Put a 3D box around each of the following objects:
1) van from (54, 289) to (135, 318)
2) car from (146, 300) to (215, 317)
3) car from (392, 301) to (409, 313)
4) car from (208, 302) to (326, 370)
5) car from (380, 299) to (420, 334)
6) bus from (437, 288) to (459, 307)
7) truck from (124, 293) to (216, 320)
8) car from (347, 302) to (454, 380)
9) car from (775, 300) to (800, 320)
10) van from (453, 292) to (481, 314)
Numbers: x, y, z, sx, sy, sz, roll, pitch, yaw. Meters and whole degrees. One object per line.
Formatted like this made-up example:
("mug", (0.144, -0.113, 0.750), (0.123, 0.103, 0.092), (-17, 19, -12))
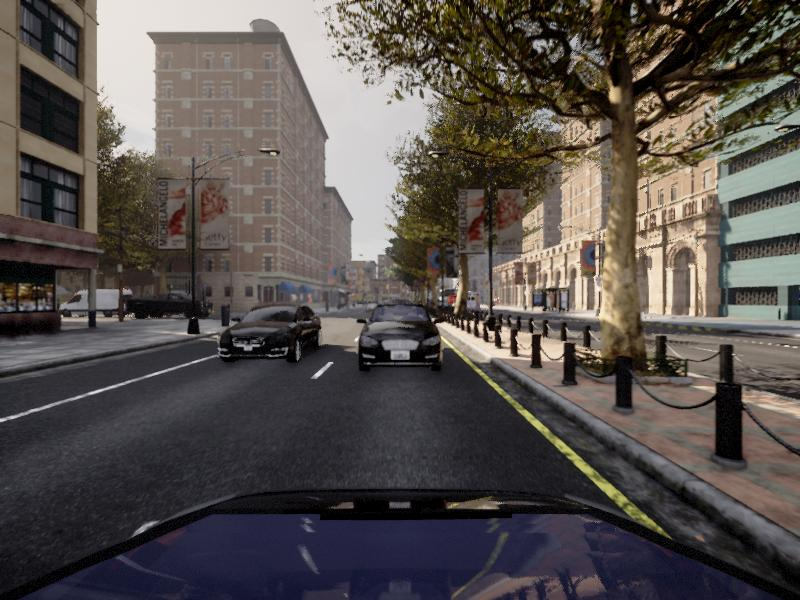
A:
("van", (-28.018, 0.303, 36.855), (5.915, 2.561, 1.988), (0, 0, -1))
("car", (-20.208, 0.782, 36.997), (5.366, 1.575, 1.801), (0, 0, -2))
("car", (0.023, 0.869, 50.181), (2.033, 1.411, 5.357), (0, 0, 0))
("car", (-3.512, 0.837, 11.635), (1.837, 1.490, 4.892), (0, 1, 0))
("car", (0.008, 0.778, 20.651), (1.851, 1.617, 3.988), (0, 0, 0))
("bus", (11.427, -0.587, 96.241), (3.944, 4.253, 10.273), (0, 0, 0))
("truck", (-19.074, 0.526, 33.443), (6.274, 2.098, 2.390), (0, 0, -1))
("car", (0.006, 0.829, 10.411), (2.128, 1.511, 4.902), (0, 0, 0))
("car", (30.832, 0.742, 29.310), (2.161, 1.482, 4.786), (0, 0, 0))
("van", (8.026, 0.353, 48.493), (2.351, 2.431, 6.366), (0, 0, 0))
